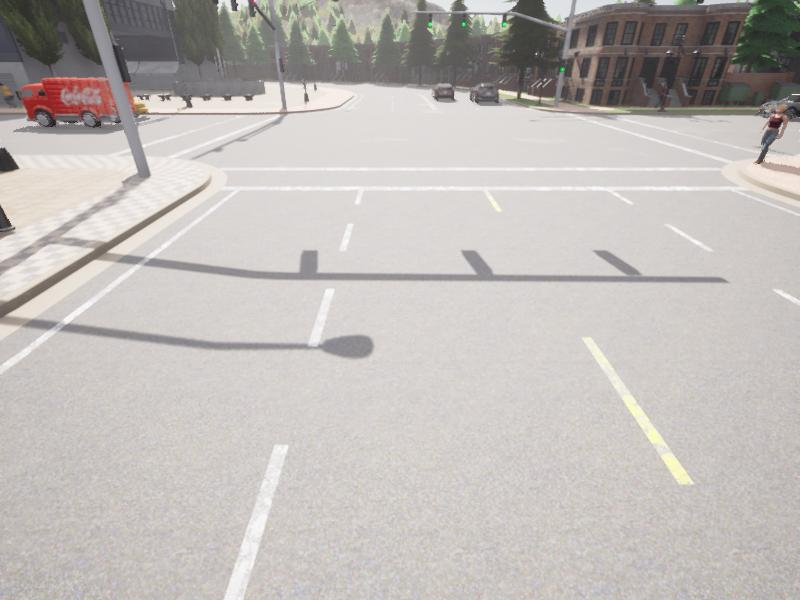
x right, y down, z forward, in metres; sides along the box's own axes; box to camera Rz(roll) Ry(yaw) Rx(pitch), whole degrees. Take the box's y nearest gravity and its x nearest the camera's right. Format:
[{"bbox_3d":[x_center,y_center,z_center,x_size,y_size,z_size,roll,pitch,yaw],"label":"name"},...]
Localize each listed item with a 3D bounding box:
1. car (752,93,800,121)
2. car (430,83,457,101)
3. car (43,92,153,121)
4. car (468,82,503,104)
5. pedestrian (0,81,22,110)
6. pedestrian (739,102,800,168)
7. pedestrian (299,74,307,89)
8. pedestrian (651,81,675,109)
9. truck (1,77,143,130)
[{"bbox_3d":[25.850,-12.553,26.019,3.806,1.475,1.970,0,30,0],"label":"car"},{"bbox_3d":[4.478,-21.782,41.797,2.163,1.488,4.792,-1,30,-1],"label":"car"},{"bbox_3d":[-19.441,-12.594,25.973,5.366,1.575,1.801,0,30,0],"label":"car"},{"bbox_3d":[8.048,-19.813,38.242,2.242,1.667,4.611,0,30,0],"label":"car"},{"bbox_3d":[-29.601,-15.391,30.130,0.751,1.860,0.751,2,30,4],"label":"pedestrian"},{"bbox_3d":[12.023,-5.354,12.973,0.751,1.860,0.751,-11,32,-19],"label":"pedestrian"},{"bbox_3d":[-14.133,-31.850,58.295,0.751,1.860,0.751,-3,30,-5],"label":"pedestrian"},{"bbox_3d":[20.133,-15.673,30.624,0.751,1.860,0.751,-8,31,-14],"label":"pedestrian"},{"bbox_3d":[-18.311,-11.204,22.732,5.204,2.467,2.627,0,30,0],"label":"truck"}]
